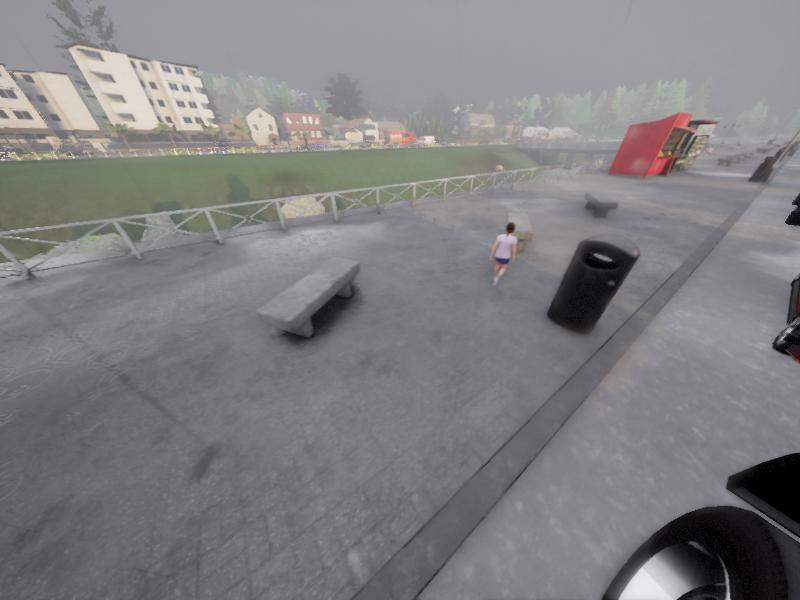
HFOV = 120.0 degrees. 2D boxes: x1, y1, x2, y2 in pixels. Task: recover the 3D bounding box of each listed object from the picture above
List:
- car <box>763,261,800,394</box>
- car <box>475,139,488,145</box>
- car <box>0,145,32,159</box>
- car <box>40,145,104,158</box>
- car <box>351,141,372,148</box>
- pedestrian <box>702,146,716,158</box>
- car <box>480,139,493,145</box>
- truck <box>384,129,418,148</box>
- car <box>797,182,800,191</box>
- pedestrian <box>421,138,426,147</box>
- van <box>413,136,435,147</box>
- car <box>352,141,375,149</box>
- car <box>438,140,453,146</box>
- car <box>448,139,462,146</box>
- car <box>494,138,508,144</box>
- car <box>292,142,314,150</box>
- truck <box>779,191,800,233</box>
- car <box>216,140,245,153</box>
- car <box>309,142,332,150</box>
[{"bbox_3d":[6.417,0.106,2.521,4.181,1.385,1.994,-22,41,-27],"label":"car"},{"bbox_3d":[28.331,-54.818,80.169,3.806,1.475,1.970,-22,41,-28],"label":"car"},{"bbox_3d":[-56.453,-20.649,32.306,4.892,1.490,1.837,-21,40,-27],"label":"car"},{"bbox_3d":[-50.515,-23.081,35.794,5.357,1.411,2.033,-22,41,-28],"label":"car"},{"bbox_3d":[-9.817,-39.508,58.668,4.892,1.490,1.837,-22,41,-28],"label":"car"},{"bbox_3d":[36.222,-17.367,27.087,0.500,1.100,0.500,21,40,27],"label":"pedestrian"},{"bbox_3d":[28.625,-52.204,76.309,3.633,1.501,1.845,-22,41,-28],"label":"car"},{"bbox_3d":[0.250,-41.706,59.685,8.468,3.827,2.891,-22,41,-28],"label":"truck"},{"bbox_3d":[22.062,-6.251,11.285,4.902,1.511,2.128,-22,40,-27],"label":"car"},{"bbox_3d":[5.882,-39.610,58.160,0.751,1.860,0.751,-22,40,-27],"label":"pedestrian"},{"bbox_3d":[7.152,-46.723,67.952,6.366,2.431,2.351,-22,41,-28],"label":"van"},{"bbox_3d":[-8.740,-37.127,55.308,4.792,1.488,2.163,-22,41,-28],"label":"car"},{"bbox_3d":[14.269,-49.123,72.280,4.718,1.301,1.895,-22,41,-28],"label":"car"},{"bbox_3d":[16.512,-47.311,69.502,3.988,1.617,1.851,-22,41,-28],"label":"car"},{"bbox_3d":[37.148,-58.471,85.058,4.856,1.649,2.033,-22,41,-28],"label":"car"},{"bbox_3d":[-21.799,-34.640,51.957,3.806,1.475,1.970,-22,41,-28],"label":"car"},{"bbox_3d":[14.304,-3.364,6.742,6.274,2.098,2.390,-22,40,-27],"label":"truck"},{"bbox_3d":[-31.158,-28.272,42.571,3.866,1.878,1.905,-22,41,-28],"label":"car"},{"bbox_3d":[-17.253,-33.701,50.520,4.193,1.474,1.816,-22,41,-28],"label":"car"}]
